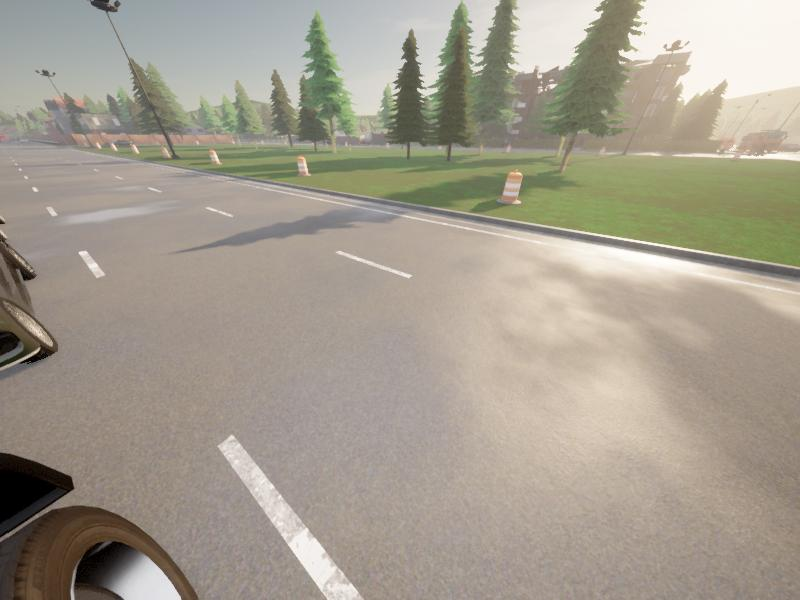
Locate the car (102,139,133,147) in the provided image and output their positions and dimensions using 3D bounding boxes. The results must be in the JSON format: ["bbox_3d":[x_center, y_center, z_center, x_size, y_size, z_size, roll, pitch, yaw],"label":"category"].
[{"bbox_3d":[-77.181,-43.017,63.123,2.242,1.667,4.611,13,37,18],"label":"car"}]

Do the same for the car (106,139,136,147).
[{"bbox_3d":[-74.198,-41.777,61.455,2.007,1.525,4.514,12,37,17],"label":"car"}]

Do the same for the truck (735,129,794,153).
[{"bbox_3d":[75.040,-32.976,47.942,2.891,3.827,8.468,22,40,28],"label":"truck"}]

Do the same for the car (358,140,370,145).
[{"bbox_3d":[-12.069,-53.049,77.794,3.705,1.549,1.789,22,41,28],"label":"car"}]

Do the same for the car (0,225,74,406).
[{"bbox_3d":[-6.490,-0.146,2.680,5.027,1.651,2.152,22,41,28],"label":"car"}]

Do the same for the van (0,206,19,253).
[{"bbox_3d":[-11.577,-2.365,5.467,4.442,1.987,1.775,22,41,28],"label":"van"}]
